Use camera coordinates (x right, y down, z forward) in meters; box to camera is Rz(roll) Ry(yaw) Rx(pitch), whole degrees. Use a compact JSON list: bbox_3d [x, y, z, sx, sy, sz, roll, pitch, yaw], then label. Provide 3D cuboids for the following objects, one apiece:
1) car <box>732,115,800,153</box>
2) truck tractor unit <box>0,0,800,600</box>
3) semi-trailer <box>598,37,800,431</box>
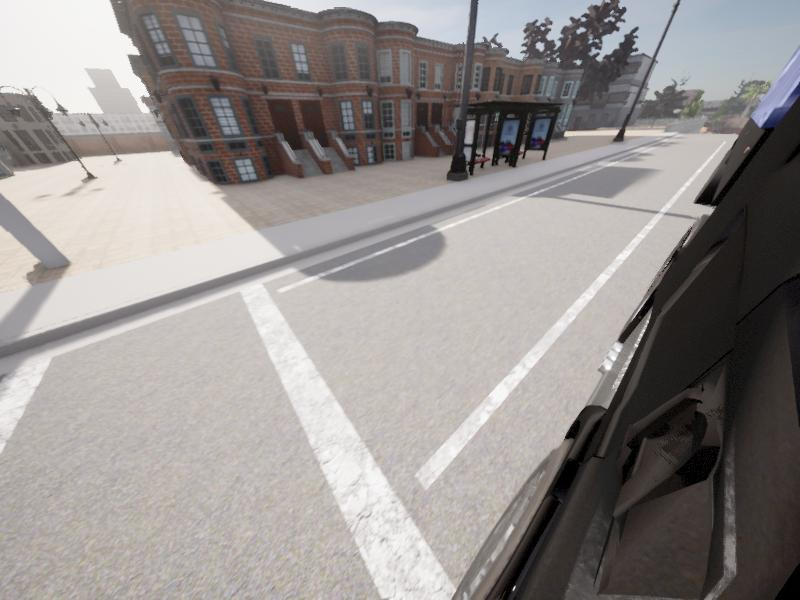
[{"bbox_3d":[24.267,-10.923,15.164,4.553,1.767,2.097,-28,44,-30],"label":"car"},{"bbox_3d":[2.645,-0.295,0.352,6.516,4.208,3.053,-28,44,-30],"label":"truck tractor unit"},{"bbox_3d":[8.665,-3.631,4.254,14.254,4.402,2.717,-29,44,-30],"label":"semi-trailer"}]
